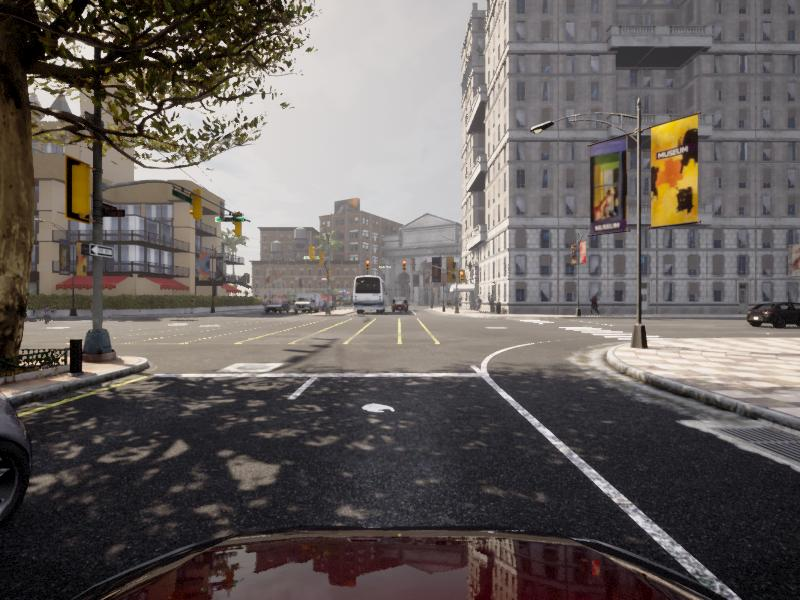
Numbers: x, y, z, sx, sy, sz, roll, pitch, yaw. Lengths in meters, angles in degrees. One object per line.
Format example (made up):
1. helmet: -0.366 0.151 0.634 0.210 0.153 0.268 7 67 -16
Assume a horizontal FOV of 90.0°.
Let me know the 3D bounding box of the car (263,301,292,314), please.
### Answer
1. car: -15.001 0.888 49.342 2.033 1.411 5.357 0 0 0

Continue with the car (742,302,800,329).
1. car: 22.546 0.851 23.029 4.193 1.474 1.816 0 0 0

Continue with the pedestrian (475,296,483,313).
1. pedestrian: 8.794 0.479 44.614 0.751 1.860 0.751 0 0 -7

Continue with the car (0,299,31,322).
1. car: -30.747 0.752 29.722 4.611 1.667 2.242 0 0 0

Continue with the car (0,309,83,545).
1. car: -3.492 0.826 1.425 1.845 1.501 3.633 0 0 0

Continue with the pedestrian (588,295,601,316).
1. pedestrian: 17.774 0.480 36.546 0.751 1.860 0.751 0 0 -5

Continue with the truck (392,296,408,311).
1. truck: 0.000 0.534 59.649 2.390 2.098 6.274 0 0 0

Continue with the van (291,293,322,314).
1. van: -11.502 0.371 49.802 2.351 2.431 6.366 0 0 0

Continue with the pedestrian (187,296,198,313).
1. pedestrian: -22.184 0.479 42.806 0.751 1.860 0.751 0 0 1

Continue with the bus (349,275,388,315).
1. bus: -3.622 -0.541 48.601 3.944 4.253 10.273 0 0 0
